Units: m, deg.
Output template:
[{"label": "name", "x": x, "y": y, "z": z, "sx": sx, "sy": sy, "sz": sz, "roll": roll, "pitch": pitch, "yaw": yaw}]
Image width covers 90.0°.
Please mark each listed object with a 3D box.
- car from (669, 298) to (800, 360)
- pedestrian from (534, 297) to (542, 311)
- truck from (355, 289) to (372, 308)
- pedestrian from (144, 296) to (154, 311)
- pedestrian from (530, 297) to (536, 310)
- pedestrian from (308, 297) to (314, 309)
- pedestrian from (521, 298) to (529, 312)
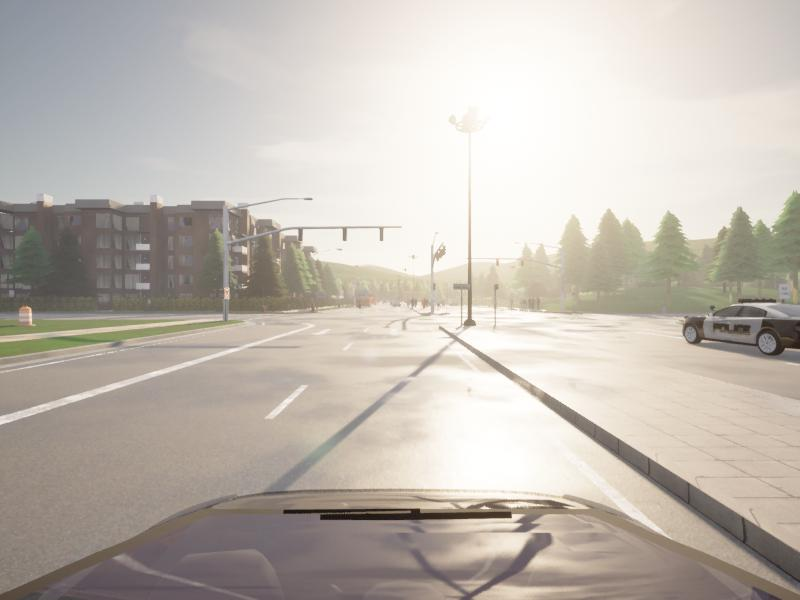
[{"label": "car", "x": 11.476, "y": 0.771, "z": 13.033, "sx": 1.930, "sy": 1.638, "sz": 5.238, "roll": 0, "pitch": 0, "yaw": 0}, {"label": "pedestrian", "x": 18.624, "y": 0.473, "z": 53.936, "sx": 0.751, "sy": 1.860, "sz": 0.751, "roll": 0, "pitch": 0, "yaw": -37}, {"label": "truck", "x": -7.679, "y": -0.325, "z": 85.316, "sx": 2.891, "sy": 3.827, "sz": 8.468, "roll": 0, "pitch": 0, "yaw": -1}, {"label": "pedestrian", "x": -31.473, "y": 0.485, "z": 50.198, "sx": 0.751, "sy": 1.860, "sz": 0.751, "roll": 0, "pitch": 0, "yaw": 14}, {"label": "pedestrian", "x": 18.081, "y": 0.473, "z": 54.418, "sx": 0.751, "sy": 1.860, "sz": 0.751, "roll": 0, "pitch": 0, "yaw": 15}, {"label": "pedestrian", "x": -13.870, "y": 0.485, "z": 62.380, "sx": 0.751, "sy": 1.860, "sz": 0.751, "roll": 0, "pitch": 0, "yaw": 0}, {"label": "pedestrian", "x": 16.553, "y": 0.637, "z": 52.965, "sx": 0.751, "sy": 1.860, "sz": 0.751, "roll": 0, "pitch": 0, "yaw": -9}]
